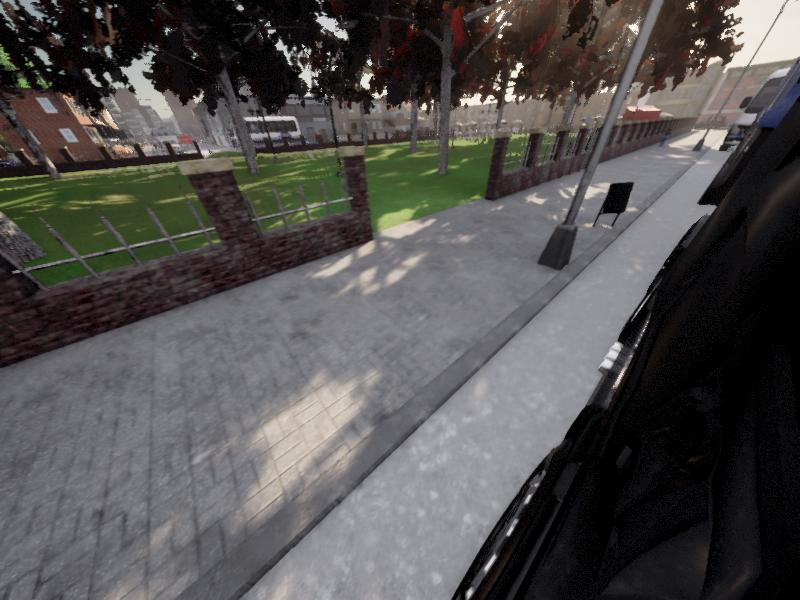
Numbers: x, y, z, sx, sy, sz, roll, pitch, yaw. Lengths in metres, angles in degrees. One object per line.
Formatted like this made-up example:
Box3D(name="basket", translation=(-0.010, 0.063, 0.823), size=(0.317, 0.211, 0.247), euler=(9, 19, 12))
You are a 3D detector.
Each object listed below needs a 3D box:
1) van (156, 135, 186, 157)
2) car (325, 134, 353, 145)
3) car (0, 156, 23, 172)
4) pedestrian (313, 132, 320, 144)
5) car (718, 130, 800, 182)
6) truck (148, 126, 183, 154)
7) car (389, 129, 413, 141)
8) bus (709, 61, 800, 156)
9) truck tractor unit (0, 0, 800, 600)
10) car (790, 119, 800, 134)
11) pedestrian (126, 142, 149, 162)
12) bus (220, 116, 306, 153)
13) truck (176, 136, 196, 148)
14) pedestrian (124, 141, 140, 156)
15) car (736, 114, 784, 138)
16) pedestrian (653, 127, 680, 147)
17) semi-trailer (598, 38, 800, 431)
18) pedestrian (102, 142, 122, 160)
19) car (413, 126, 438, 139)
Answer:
Box3D(name="van", translation=(-35.547, -23.959, 35.837), size=(2.351, 2.431, 6.366), euler=(-29, 44, -30))
Box3D(name="car", translation=(-11.452, -30.347, 43.738), size=(4.674, 1.442, 1.812), euler=(-28, 44, -30))
Box3D(name="car", translation=(-42.305, -13.365, 23.019), size=(4.718, 1.301, 1.895), euler=(-26, 43, -28))
Box3D(name="pedestrian", translation=(-16.525, -31.974, 45.661), size=(0.751, 1.860, 0.751), euler=(-25, 42, -27))
Box3D(name="car", translation=(16.353, -6.496, 10.176), size=(5.357, 1.411, 2.033), euler=(-28, 43, -30))
Box3D(name="truck", translation=(-43.553, -29.835, 43.015), size=(2.891, 3.827, 8.468), euler=(-28, 44, -30))
Box3D(name="car", translation=(0.266, -33.681, 47.122), size=(4.605, 1.855, 1.932), euler=(-29, 44, -30))
Box3D(name="bus", translation=(26.069, -12.894, 15.759), size=(10.273, 4.253, 3.944), euler=(-28, 44, -30))
Box3D(name="truck tractor unit", translation=(2.645, -0.295, 0.352), size=(6.516, 4.208, 3.053), euler=(-28, 44, -30))
Box3D(name="car", translation=(45.722, -19.539, 25.435), size=(4.605, 1.855, 1.932), euler=(-29, 44, -31))
Box3D(name="pedestrian", translation=(-28.777, -16.263, 25.386), size=(0.751, 1.860, 0.751), euler=(-19, 40, -21))
Box3D(name="bus", translation=(-21.128, -26.207, 36.442), size=(10.273, 4.253, 3.944), euler=(-28, 44, -30))
Box3D(name="truck", translation=(-55.168, -40.831, 59.571), size=(2.627, 2.467, 5.204), euler=(-28, 44, -30))
Box3D(name="pedestrian", translation=(-41.144, -23.274, 35.505), size=(0.751, 1.860, 0.751), euler=(-29, 44, -30))
Box3D(name="car", translation=(36.715, -17.813, 23.662), size=(3.866, 1.878, 1.905), euler=(-29, 44, -30))
Box3D(name="pedestrian", translation=(21.598, -13.247, 18.752), size=(0.751, 1.300, 0.751), euler=(10, 39, 16))
Box3D(name="semi-trailer", translation=(8.713, -3.588, 4.223), size=(14.254, 4.402, 2.717), euler=(-28, 44, -30))
Box3D(name="pedestrian", translation=(-36.997, -19.145, 29.728), size=(0.751, 1.860, 0.751), euler=(-31, 45, -33))
Box3D(name="car", translation=(5.489, -36.422, 50.331), size=(5.566, 2.045, 2.150), euler=(-30, 45, -32))
